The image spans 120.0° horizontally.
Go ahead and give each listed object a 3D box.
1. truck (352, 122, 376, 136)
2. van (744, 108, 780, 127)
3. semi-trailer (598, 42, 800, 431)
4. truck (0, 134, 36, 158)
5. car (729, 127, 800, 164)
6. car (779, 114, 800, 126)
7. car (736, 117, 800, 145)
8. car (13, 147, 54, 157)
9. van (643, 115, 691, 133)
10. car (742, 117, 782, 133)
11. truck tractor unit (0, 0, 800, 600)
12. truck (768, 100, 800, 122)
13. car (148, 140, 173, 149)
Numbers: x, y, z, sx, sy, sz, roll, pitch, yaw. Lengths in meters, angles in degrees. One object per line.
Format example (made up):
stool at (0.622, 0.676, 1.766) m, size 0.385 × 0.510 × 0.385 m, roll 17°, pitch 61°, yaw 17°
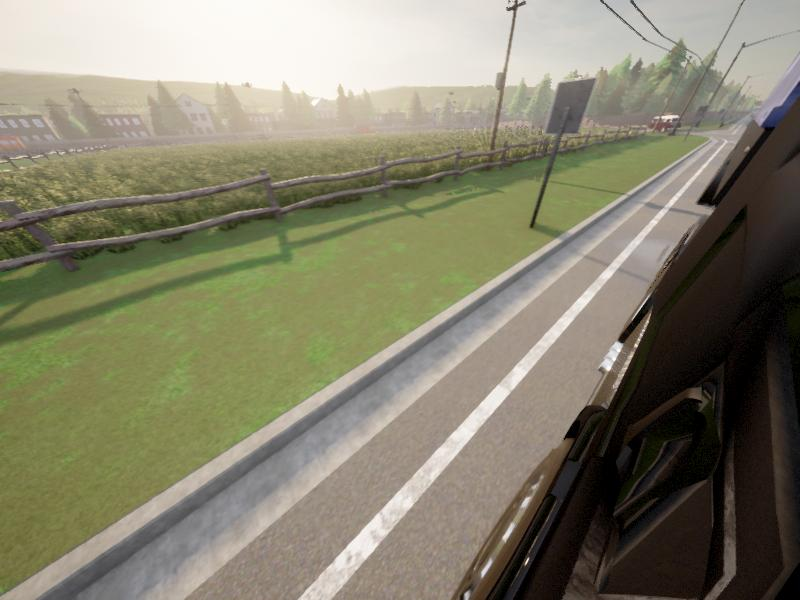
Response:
truck at (-13.485, -64.352, 87.074) m, size 8.468 × 3.827 × 2.891 m, roll -28°, pitch 44°, yaw -30°
van at (63.065, -31.814, 40.306) m, size 6.366 × 2.431 × 2.351 m, roll -28°, pitch 44°, yaw -30°
semi-trailer at (8.694, -3.602, 4.241) m, size 14.254 × 4.402 × 2.717 m, roll -28°, pitch 44°, yaw -30°
truck at (-82.064, -30.796, 46.381) m, size 8.468 × 3.827 × 2.891 m, roll -28°, pitch 44°, yaw -30°
car at (20.444, -8.645, 12.813) m, size 4.181 × 1.385 × 1.994 m, roll -28°, pitch 44°, yaw -30°
car at (64.896, -29.678, 38.100) m, size 3.633 × 1.501 × 1.845 m, roll -28°, pitch 44°, yaw -30°
car at (30.931, -14.328, 19.560) m, size 5.027 × 1.651 × 2.152 m, roll -28°, pitch 44°, yaw -30°
car at (-75.467, -30.587, 47.669) m, size 4.193 × 1.474 × 1.816 m, roll -28°, pitch 44°, yaw -30°
van at (40.925, -27.098, 35.651) m, size 2.069 × 2.038 × 4.480 m, roll 1°, pitch 37°, yaw 5°
car at (45.929, -22.277, 29.392) m, size 4.792 × 1.488 × 2.163 m, roll -28°, pitch 44°, yaw -30°
truck tractor unit at (2.645, -0.295, 0.351) m, size 6.516 × 4.208 × 3.053 m, roll -28°, pitch 44°, yaw -30°
truck at (91.166, -44.649, 54.589) m, size 8.468 × 3.827 × 2.891 m, roll -28°, pitch 44°, yaw -30°
car at (-59.851, -38.871, 57.757) m, size 3.988 × 1.617 × 1.851 m, roll -28°, pitch 44°, yaw -30°
